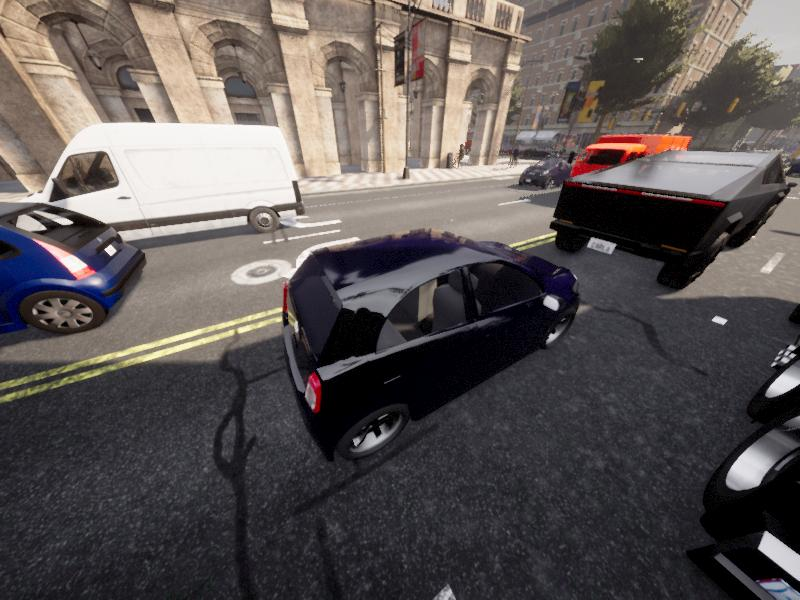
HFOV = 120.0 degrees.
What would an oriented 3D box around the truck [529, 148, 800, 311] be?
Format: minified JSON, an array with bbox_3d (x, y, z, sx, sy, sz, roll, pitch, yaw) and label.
[{"bbox_3d":[6.360,-2.163,5.312,6.274,2.098,2.390,-18,39,-24],"label":"truck"}]

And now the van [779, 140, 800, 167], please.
[{"bbox_3d":[45.577,-15.760,24.832,6.366,2.431,2.351,-9,36,-13],"label":"van"}]

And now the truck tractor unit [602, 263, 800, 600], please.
[{"bbox_3d":[5.108,-0.304,0.786,6.516,4.208,3.053,-18,39,-24],"label":"truck tractor unit"}]

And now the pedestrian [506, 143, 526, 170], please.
[{"bbox_3d":[9.620,-11.905,19.221,0.751,1.860,0.751,-17,39,-23],"label":"pedestrian"}]

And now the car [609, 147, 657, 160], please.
[{"bbox_3d":[35.058,-22.240,34.918,1.812,1.442,4.674,-18,39,-24],"label":"car"}]

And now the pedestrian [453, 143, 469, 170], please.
[{"bbox_3d":[5.104,-12.069,19.423,0.751,1.860,0.751,-14,37,-20],"label":"pedestrian"}]

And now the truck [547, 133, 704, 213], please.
[{"bbox_3d":[9.736,-5.741,10.148,5.204,2.467,2.627,-18,39,-25],"label":"truck"}]

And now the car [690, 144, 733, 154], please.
[{"bbox_3d":[67.422,-32.821,50.173,1.930,1.638,5.238,-7,36,-10],"label":"car"}]

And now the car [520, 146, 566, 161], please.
[{"bbox_3d":[19.667,-20.409,32.116,2.128,1.511,4.902,-18,39,-24],"label":"car"}]

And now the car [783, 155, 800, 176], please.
[{"bbox_3d":[33.860,-10.967,18.791,4.181,1.385,1.994,-18,39,-25],"label":"car"}]

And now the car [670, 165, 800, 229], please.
[{"bbox_3d":[12.256,-3.858,8.332,3.806,1.475,1.970,-18,39,-25],"label":"car"}]

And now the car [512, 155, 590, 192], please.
[{"bbox_3d":[8.595,-7.315,13.222,3.633,1.501,1.845,-18,39,-25],"label":"car"}]

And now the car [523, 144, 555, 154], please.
[{"bbox_3d":[27.416,-29.866,45.733,2.038,1.542,4.974,-18,39,-24],"label":"car"}]

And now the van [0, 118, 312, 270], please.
[{"bbox_3d":[-5.825,-3.006,6.048,5.915,2.561,1.988,-18,39,-24],"label":"van"}]

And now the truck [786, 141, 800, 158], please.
[{"bbox_3d":[69.893,-26.227,38.809,8.468,3.827,2.891,-18,39,-25],"label":"truck"}]

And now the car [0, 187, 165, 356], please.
[{"bbox_3d":[-6.145,-0.215,2.853,3.988,1.617,1.851,-18,39,-24],"label":"car"}]

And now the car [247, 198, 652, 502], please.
[{"bbox_3d":[0.565,-0.045,2.726,3.633,1.501,1.845,-18,39,-24],"label":"car"}]
